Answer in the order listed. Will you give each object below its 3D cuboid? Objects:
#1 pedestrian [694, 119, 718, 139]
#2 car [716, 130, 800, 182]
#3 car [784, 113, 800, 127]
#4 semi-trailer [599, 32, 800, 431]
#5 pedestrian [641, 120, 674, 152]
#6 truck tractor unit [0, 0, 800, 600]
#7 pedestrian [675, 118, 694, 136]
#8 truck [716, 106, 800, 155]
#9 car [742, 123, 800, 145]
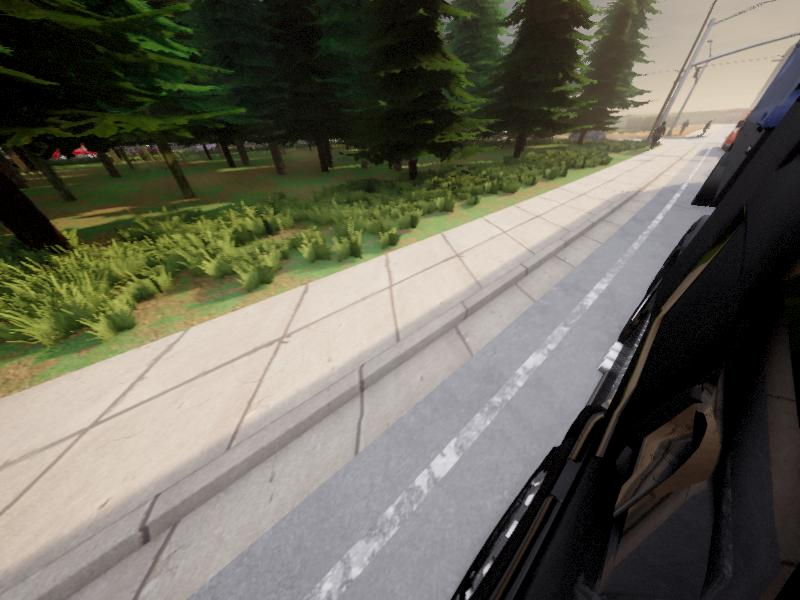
[{"bbox_3d":[36.712,-20.514,27.721,0.751,1.860,0.751,11,39,18],"label":"pedestrian"},{"bbox_3d":[16.579,-6.605,10.352,4.902,1.511,2.128,-28,43,-30],"label":"car"},{"bbox_3d":[75.559,-33.541,42.864,1.905,1.878,3.866,-3,34,9],"label":"car"},{"bbox_3d":[8.653,-3.613,4.305,14.254,4.402,2.717,-28,44,-31],"label":"semi-trailer"},{"bbox_3d":[18.807,-11.959,16.887,0.751,1.860,0.751,-23,41,-26],"label":"pedestrian"},{"bbox_3d":[2.645,-0.295,0.351,6.516,4.208,3.053,-28,44,-30],"label":"truck tractor unit"},{"bbox_3d":[38.026,-23.129,30.920,0.751,1.860,0.751,17,41,24],"label":"pedestrian"},{"bbox_3d":[25.180,-11.864,16.172,5.204,2.467,2.627,-29,44,-31],"label":"truck"},{"bbox_3d":[34.423,-14.892,20.678,2.033,1.411,5.357,14,39,21],"label":"car"}]
